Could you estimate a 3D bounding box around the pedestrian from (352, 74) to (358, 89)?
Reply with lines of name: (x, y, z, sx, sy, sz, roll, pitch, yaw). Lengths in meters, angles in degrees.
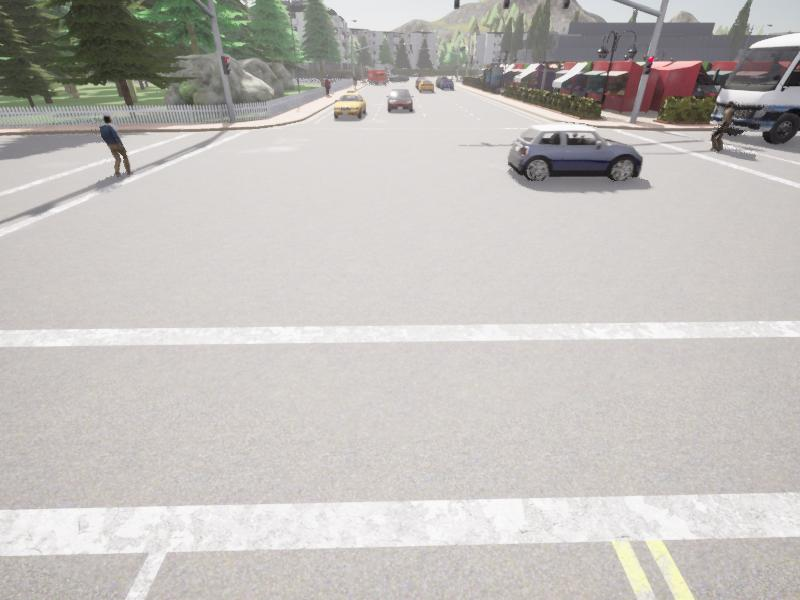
pedestrian: (-6.501, -31.663, 58.056, 0.751, 1.860, 0.751, 0, 30, 1)

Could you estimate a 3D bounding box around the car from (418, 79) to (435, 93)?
car: (3.549, -28.939, 54.061, 1.882, 1.535, 5.008, 0, 30, 0)

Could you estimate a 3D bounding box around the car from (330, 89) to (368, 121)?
car: (-3.449, -13.694, 27.907, 1.801, 1.575, 5.366, 1, 30, 1)

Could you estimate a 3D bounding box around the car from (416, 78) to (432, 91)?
car: (3.520, -32.302, 59.878, 2.163, 1.488, 4.792, 0, 30, 0)

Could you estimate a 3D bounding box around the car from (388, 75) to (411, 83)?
car: (-0.065, -47.693, 86.276, 4.902, 1.511, 2.128, -26, 39, -37)

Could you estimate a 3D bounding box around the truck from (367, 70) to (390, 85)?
truck: (-4.140, -42.336, 76.079, 2.627, 2.467, 5.204, -12, 32, -19)

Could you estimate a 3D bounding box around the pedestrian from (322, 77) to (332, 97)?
pedestrian: (-7.744, -22.638, 42.600, 0.751, 1.860, 0.751, 0, 30, 0)

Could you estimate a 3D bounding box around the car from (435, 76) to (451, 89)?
car: (7.009, -35.412, 65.060, 2.033, 1.649, 4.856, 0, 30, 0)

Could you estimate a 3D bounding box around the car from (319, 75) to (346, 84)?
car: (-13.415, -44.046, 79.970, 4.892, 1.490, 1.837, 1, 30, 1)

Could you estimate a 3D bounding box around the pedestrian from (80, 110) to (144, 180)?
pedestrian: (-8.530, -4.623, 11.947, 0.751, 1.860, 0.751, 1, 30, 2)

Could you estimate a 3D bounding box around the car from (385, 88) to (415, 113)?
car: (0.006, -15.980, 31.921, 2.163, 1.488, 4.792, 0, 30, 0)

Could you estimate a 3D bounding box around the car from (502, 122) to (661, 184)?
car: (5.404, -4.610, 12.436, 3.806, 1.475, 1.970, 0, 30, -1)

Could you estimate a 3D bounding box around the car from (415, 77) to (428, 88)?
car: (3.509, -35.774, 65.768, 1.882, 1.535, 5.008, 0, 30, 0)

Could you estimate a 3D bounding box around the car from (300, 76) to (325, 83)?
car: (-18.130, -45.787, 83.147, 4.718, 1.301, 1.895, 1, 30, 1)

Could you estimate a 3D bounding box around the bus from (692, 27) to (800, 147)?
bus: (20.116, -9.386, 17.771, 10.273, 4.253, 3.944, 0, 30, 0)

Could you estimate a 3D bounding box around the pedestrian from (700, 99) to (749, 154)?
pedestrian: (12.621, -6.755, 15.596, 0.751, 1.860, 0.751, -22, 37, -32)

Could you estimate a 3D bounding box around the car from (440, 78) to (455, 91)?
car: (7.009, -32.052, 59.456, 1.816, 1.474, 4.193, 0, 30, 0)
